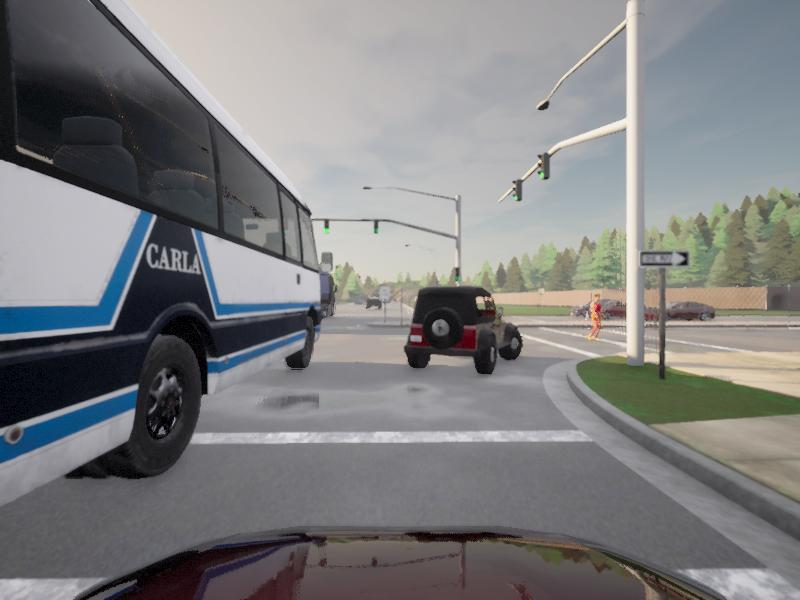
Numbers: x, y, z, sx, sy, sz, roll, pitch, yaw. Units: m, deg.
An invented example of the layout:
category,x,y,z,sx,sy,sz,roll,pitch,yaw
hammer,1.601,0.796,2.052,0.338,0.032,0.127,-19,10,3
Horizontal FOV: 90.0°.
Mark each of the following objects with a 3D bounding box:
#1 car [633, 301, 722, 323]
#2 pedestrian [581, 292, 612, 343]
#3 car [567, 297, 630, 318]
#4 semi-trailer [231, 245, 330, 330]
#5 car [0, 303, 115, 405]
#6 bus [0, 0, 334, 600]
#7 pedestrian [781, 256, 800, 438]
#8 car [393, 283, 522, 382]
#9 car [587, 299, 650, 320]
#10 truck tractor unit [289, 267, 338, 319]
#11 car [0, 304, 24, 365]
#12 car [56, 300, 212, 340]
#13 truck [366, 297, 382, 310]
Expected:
category,x,y,z,sx,sy,sz,roll,pitch,yaw
car,19.621,0.828,28.440,4.792,1.488,2.163,0,0,0
pedestrian,7.379,0.625,15.063,0.751,1.860,0.751,0,0,-30
car,17.500,0.665,35.435,4.553,1.767,2.097,0,0,0
semi-trailer,-7.372,-0.641,27.653,2.717,4.402,14.254,0,0,-1
car,-7.115,0.831,6.062,2.128,1.511,4.902,0,0,-1
bus,-3.728,-0.540,5.809,3.944,4.253,10.273,0,0,-1
pedestrian,4.510,0.482,3.981,0.751,1.860,0.751,0,0,-11
car,1.607,0.636,9.762,1.905,1.878,3.866,0,0,28
car,17.387,0.762,31.938,3.988,1.617,1.851,0,0,0
truck tractor unit,-7.467,-0.549,35.568,3.053,4.208,6.516,0,0,-1
car,-10.640,0.848,8.259,1.816,1.474,4.193,0,0,-1
car,-11.041,0.787,16.881,5.366,1.575,1.801,0,0,0
truck,-4.375,0.487,68.326,2.390,2.098,6.274,0,0,-1
